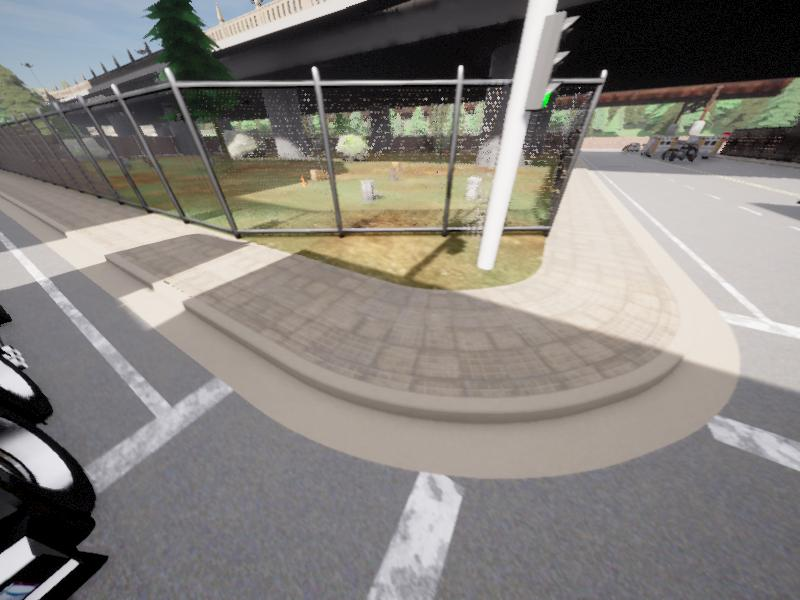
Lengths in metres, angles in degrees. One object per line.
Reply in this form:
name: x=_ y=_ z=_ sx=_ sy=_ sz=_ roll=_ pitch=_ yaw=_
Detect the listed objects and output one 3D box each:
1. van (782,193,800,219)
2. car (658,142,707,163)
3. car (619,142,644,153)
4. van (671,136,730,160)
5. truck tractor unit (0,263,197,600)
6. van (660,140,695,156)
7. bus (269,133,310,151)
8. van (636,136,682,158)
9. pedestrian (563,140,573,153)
van: x=13.836 y=-2.701 z=6.057 sx=1.775 sy=1.987 sz=4.442 roll=18 pitch=39 yaw=24
car: x=32.216 y=-17.009 z=26.554 sx=1.932 sy=1.855 sz=4.605 roll=18 pitch=38 yaw=24
car: x=44.876 y=-29.622 z=44.897 sx=1.851 sy=1.617 sz=3.988 roll=13 pitch=37 yaw=19
van: x=39.021 y=-20.027 z=30.335 sx=2.351 sy=2.431 sz=6.366 roll=18 pitch=39 yaw=24
truck tractor unit: x=-5.116 y=-0.293 z=0.786 sx=6.516 sy=4.208 sz=3.053 roll=18 pitch=39 yaw=24
van: x=42.618 y=-23.441 z=35.601 sx=1.775 sy=1.987 sz=4.442 roll=18 pitch=39 yaw=24
bus: x=-34.341 y=-49.381 z=72.168 sx=10.273 sy=4.253 sz=3.944 roll=-26 pitch=42 yaw=-32
van: x=37.128 y=-22.142 z=33.415 sx=2.351 sy=2.431 sz=6.366 roll=18 pitch=39 yaw=24
pedestrian: x=29.776 y=-27.146 z=40.935 sx=0.751 sy=1.860 sz=0.751 roll=18 pitch=39 yaw=25
